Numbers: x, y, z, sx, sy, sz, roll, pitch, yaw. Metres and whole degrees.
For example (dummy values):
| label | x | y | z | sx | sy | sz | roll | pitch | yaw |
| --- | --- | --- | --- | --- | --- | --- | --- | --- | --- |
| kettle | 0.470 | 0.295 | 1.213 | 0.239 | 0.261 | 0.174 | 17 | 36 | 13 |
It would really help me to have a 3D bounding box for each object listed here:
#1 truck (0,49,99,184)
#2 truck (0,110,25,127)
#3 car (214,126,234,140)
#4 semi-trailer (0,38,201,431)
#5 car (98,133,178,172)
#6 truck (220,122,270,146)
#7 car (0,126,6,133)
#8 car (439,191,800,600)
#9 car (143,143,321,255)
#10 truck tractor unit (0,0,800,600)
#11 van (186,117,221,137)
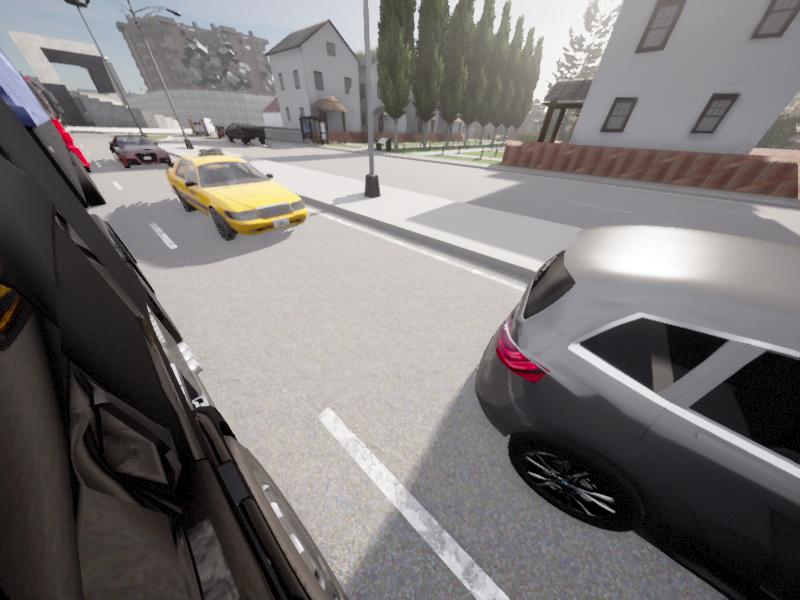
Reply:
| label | x | y | z | sx | sy | sz | roll | pitch | yaw |
| --- | --- | --- | --- | --- | --- | --- | --- | --- | --- |
| truck | -17.296 | -8.011 | 10.220 | 8.468 | 3.827 | 2.891 | 28 | 44 | 30 |
| truck | -73.869 | -33.230 | 42.135 | 2.627 | 2.467 | 5.204 | -7 | 38 | -12 |
| car | -26.700 | -25.343 | 34.999 | 1.816 | 1.474 | 4.193 | -22 | 43 | -29 |
| semi-trailer | -8.676 | -3.603 | 4.274 | 14.254 | 4.402 | 2.717 | 28 | 44 | 30 |
| car | -14.437 | -8.216 | 12.716 | 4.181 | 1.385 | 1.994 | 28 | 44 | 30 |
| truck | -18.371 | -19.692 | 27.333 | 6.274 | 2.098 | 2.390 | 29 | 44 | 31 |
| car | -52.292 | -21.145 | 27.433 | 5.566 | 2.045 | 2.150 | 0 | 37 | -3 |
| car | 2.862 | 0.913 | 1.147 | 4.611 | 1.667 | 2.242 | 28 | 44 | 30 |
| car | -4.567 | -3.028 | 6.110 | 5.366 | 1.575 | 1.801 | 28 | 44 | 30 |
| truck tractor unit | -2.645 | -0.295 | 0.351 | 6.516 | 4.208 | 3.053 | 28 | 44 | 30 |
| van | -33.883 | -30.022 | 40.096 | 2.351 | 2.431 | 6.366 | -9 | 38 | -15 |
